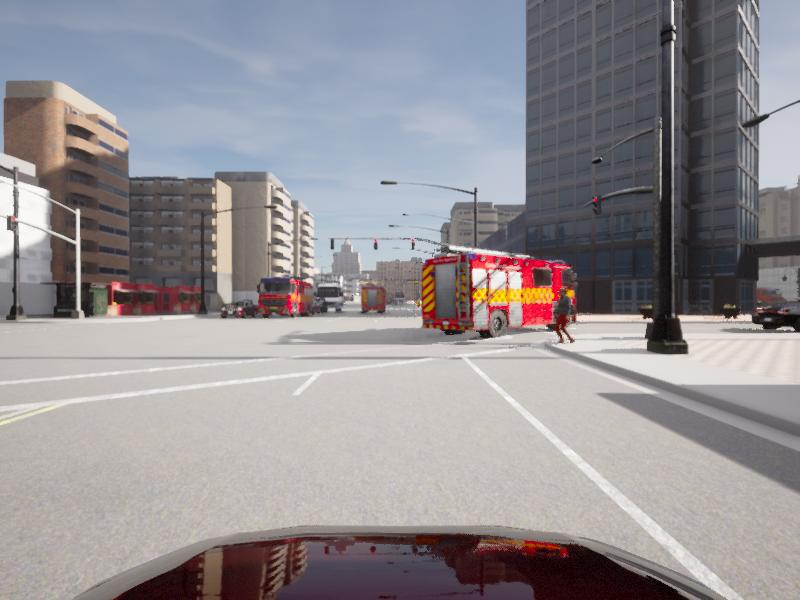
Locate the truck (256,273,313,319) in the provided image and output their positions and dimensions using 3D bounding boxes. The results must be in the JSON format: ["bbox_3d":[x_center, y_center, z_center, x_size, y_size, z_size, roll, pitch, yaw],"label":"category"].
[{"bbox_3d":[-10.521,-0.324,37.568,2.891,3.827,8.468,0,0,0],"label":"truck"}]

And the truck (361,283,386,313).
[{"bbox_3d":[-3.501,-0.183,54.645,2.891,3.827,8.468,0,-1,0],"label":"truck"}]

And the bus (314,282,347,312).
[{"bbox_3d":[-10.552,-0.321,61.738,3.944,4.253,10.273,0,-1,-4],"label":"bus"}]

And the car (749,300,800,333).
[{"bbox_3d":[20.347,0.767,19.452,4.974,1.542,2.038,0,0,1],"label":"car"}]

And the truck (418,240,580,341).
[{"bbox_3d":[4.989,-0.362,18.866,8.468,3.827,2.891,0,0,-40],"label":"truck"}]

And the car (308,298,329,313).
[{"bbox_3d":[-10.537,0.759,51.776,1.905,1.878,3.866,0,-1,0],"label":"car"}]

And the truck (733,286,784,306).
[{"bbox_3d":[72.037,-0.697,80.700,2.891,3.827,8.468,0,0,2],"label":"truck"}]

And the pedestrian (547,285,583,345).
[{"bbox_3d":[5.283,0.467,12.807,0.751,1.860,0.751,0,0,-16],"label":"pedestrian"}]

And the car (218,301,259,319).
[{"bbox_3d":[-14.004,0.834,34.890,1.970,1.475,3.806,0,0,0],"label":"car"}]
